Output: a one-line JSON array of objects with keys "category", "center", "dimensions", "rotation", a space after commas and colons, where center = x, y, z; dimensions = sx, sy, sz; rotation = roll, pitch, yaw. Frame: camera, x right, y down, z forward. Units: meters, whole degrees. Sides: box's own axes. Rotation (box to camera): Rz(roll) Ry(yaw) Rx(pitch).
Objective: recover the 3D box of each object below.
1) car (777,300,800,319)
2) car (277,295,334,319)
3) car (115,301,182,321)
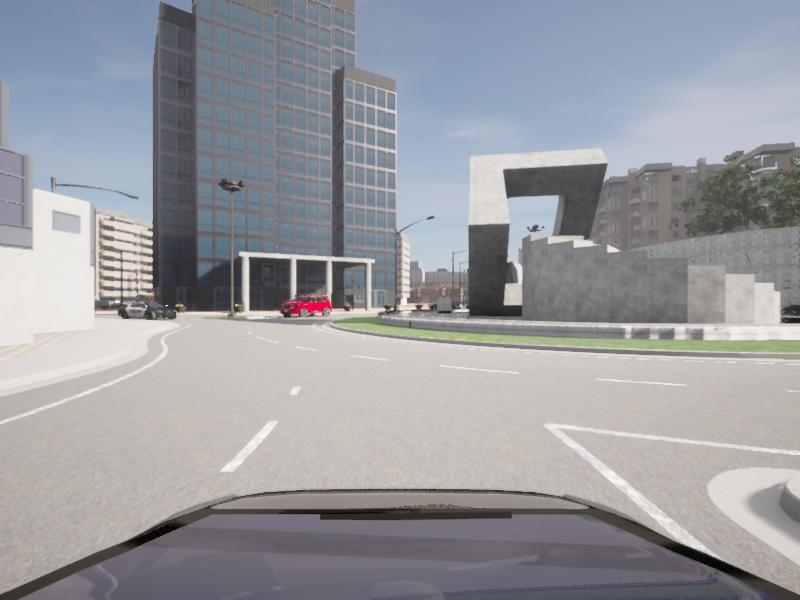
[{"category": "car", "center": [34.935, 0.785, 33.344], "dimensions": [2.033, 1.649, 4.856], "rotation": [0, 0, -11]}, {"category": "car", "center": [-8.706, 0.583, 37.468], "dimensions": [2.150, 2.045, 5.566], "rotation": [0, 0, 27]}, {"category": "car", "center": [-20.398, 0.841, 32.484], "dimensions": [4.974, 1.542, 2.038], "rotation": [0, 0, 21]}]
